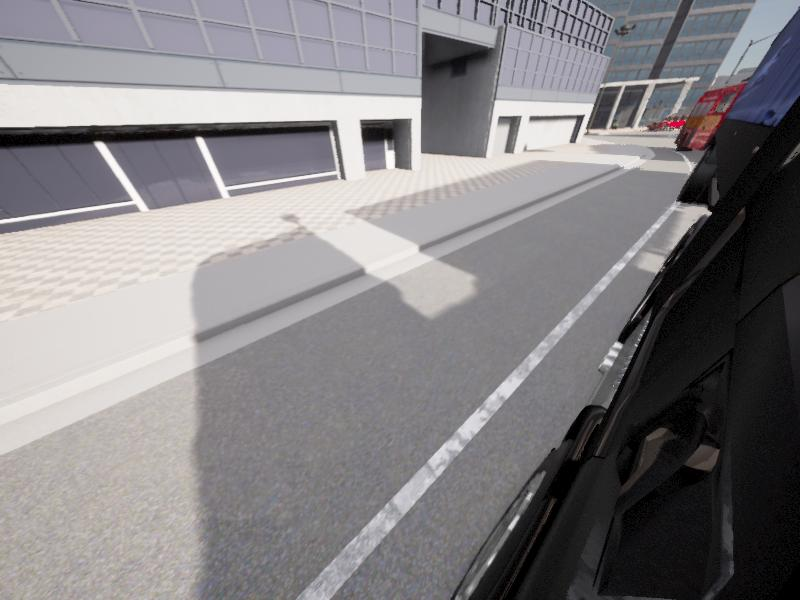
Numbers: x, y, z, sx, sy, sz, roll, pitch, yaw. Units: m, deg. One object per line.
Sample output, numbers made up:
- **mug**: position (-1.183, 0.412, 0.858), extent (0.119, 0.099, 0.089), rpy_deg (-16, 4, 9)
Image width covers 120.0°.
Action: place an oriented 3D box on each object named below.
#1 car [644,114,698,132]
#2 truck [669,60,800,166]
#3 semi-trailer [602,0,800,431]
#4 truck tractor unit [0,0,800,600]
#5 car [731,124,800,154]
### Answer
- **car**: position (44.023, -28.728, 37.594), extent (5.566, 2.045, 2.150), rpy_deg (-5, 37, -3)
- **truck**: position (19.902, -10.580, 13.367), extent (2.891, 3.827, 8.468), rpy_deg (19, 42, 26)
- **semi-trailer**: position (8.479, -3.743, 4.438), extent (14.254, 4.402, 2.717), rpy_deg (-31, 45, -32)
- **truck tractor unit**: position (2.645, -0.295, 0.351), extent (6.516, 4.208, 3.053), rpy_deg (-28, 44, -30)
- **car**: position (24.892, -10.569, 15.100), extent (1.994, 1.385, 4.181), rpy_deg (14, 40, 21)
